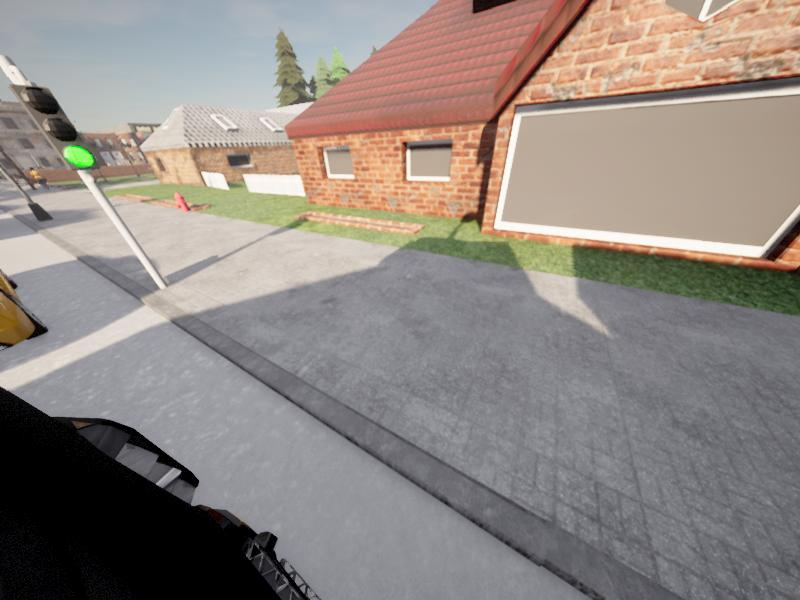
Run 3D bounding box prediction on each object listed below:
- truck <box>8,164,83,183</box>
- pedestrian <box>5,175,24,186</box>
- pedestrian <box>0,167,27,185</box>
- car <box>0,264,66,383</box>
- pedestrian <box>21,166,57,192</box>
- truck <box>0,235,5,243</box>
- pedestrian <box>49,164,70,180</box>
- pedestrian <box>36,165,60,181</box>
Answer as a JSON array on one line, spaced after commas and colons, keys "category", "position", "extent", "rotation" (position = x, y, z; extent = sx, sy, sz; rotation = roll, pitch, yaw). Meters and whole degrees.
[{"category": "truck", "position": [-57.557, -20.766, 37.732], "extent": [2.390, 2.098, 6.274], "rotation": [16, 38, 26]}, {"category": "pedestrian", "position": [-43.748, -13.566, 26.191], "extent": [0.500, 1.100, 0.500], "rotation": [5, 34, 12]}, {"category": "pedestrian", "position": [-46.421, -14.868, 27.653], "extent": [0.751, 1.860, 0.751], "rotation": [-14, 35, -16]}, {"category": "car", "position": [-7.191, -0.057, 3.130], "extent": [5.008, 1.535, 1.882], "rotation": [16, 38, 26]}, {"category": "pedestrian", "position": [-30.805, -10.340, 19.744], "extent": [0.751, 1.860, 0.751], "rotation": [13, 37, 22]}, {"category": "truck", "position": [-16.787, -3.045, 7.801], "extent": [6.274, 2.098, 2.390], "rotation": [16, 38, 26]}, {"category": "pedestrian", "position": [-48.301, -18.197, 32.798], "extent": [0.751, 1.860, 0.751], "rotation": [-28, 41, -33]}, {"category": "pedestrian", "position": [-47.745, -17.234, 31.313], "extent": [0.751, 1.860, 0.751], "rotation": [4, 34, 11]}]
